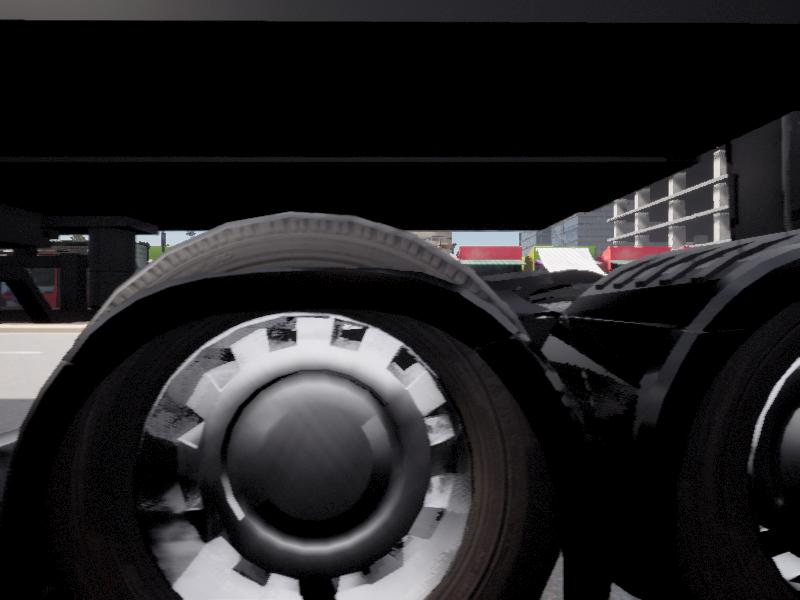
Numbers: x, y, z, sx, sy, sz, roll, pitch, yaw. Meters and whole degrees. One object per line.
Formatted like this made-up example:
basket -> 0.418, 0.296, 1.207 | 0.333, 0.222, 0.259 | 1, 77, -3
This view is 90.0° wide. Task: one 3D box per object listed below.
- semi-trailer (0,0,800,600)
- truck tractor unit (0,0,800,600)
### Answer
semi-trailer -> -5.804, -1.225, 2.006 | 14.254, 4.402, 2.717 | 0, 0, -1
truck tractor unit -> 2.107, -1.115, 2.106 | 6.516, 4.208, 3.053 | 0, 0, -1
